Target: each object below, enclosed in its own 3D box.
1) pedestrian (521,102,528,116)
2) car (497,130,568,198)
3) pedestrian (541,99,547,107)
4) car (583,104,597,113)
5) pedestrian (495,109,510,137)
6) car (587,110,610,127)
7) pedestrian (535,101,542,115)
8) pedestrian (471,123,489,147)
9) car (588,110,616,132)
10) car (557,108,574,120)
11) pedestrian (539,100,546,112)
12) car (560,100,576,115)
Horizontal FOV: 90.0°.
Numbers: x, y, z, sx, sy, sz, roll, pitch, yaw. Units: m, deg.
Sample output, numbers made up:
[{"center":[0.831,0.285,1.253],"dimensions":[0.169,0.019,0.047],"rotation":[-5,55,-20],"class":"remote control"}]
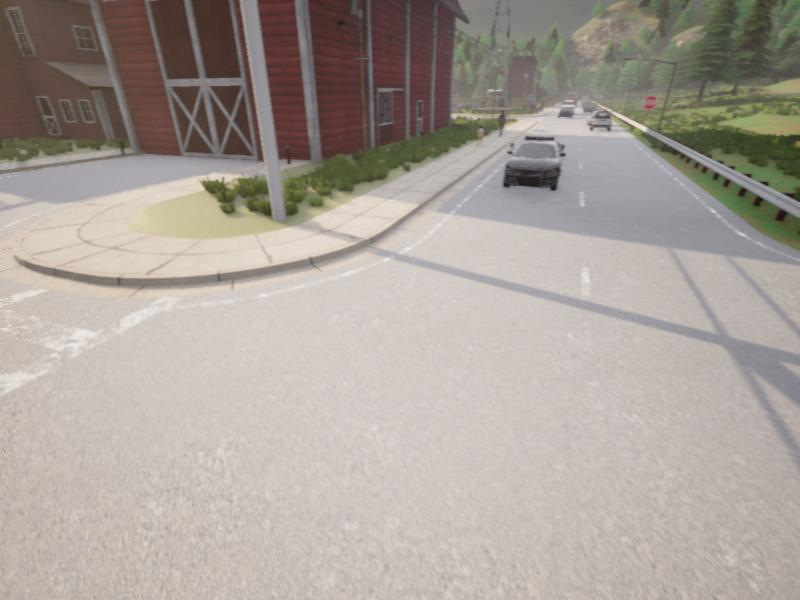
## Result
[{"center":[18.376,-28.285,59.113],"dimensions":[0.751,1.860,0.751],"rotation":[10,29,20],"class":"pedestrian"},{"center":[5.190,-5.366,15.257],"dimensions":[1.930,1.638,5.238],"rotation":[10,29,19],"class":"car"},{"center":[34.165,-46.693,94.788],"dimensions":[0.751,1.860,0.751],"rotation":[19,33,32],"class":"pedestrian"},{"center":[33.529,-33.858,70.709],"dimensions":[1.994,1.385,4.181],"rotation":[10,29,19],"class":"car"},{"center":[7.585,-13.129,29.718],"dimensions":[0.751,1.860,0.751],"rotation":[10,29,20],"class":"pedestrian"},{"center":[21.078,-19.398,42.629],"dimensions":[1.812,1.442,4.674],"rotation":[10,29,19],"class":"car"},{"center":[21.435,-29.741,61.916],"dimensions":[0.751,1.860,0.751],"rotation":[7,28,15],"class":"pedestrian"},{"center":[4.912,-10.151,24.560],"dimensions":[0.751,1.300,0.751],"rotation":[12,30,23],"class":"pedestrian"},{"center":[18.618,-16.606,37.040],"dimensions":[1.851,1.617,3.988],"rotation":[10,29,19],"class":"car"},{"center":[22.677,-25.554,54.757],"dimensions":[1.895,1.301,4.718],"rotation":[10,29,19],"class":"car"},{"center":[25.330,-34.425,70.996],"dimensions":[0.751,1.860,0.751],"rotation":[-2,27,-2],"class":"pedestrian"},{"center":[27.855,-31.910,66.264],"dimensions":[2.150,2.045,5.566],"rotation":[10,29,19],"class":"car"}]
